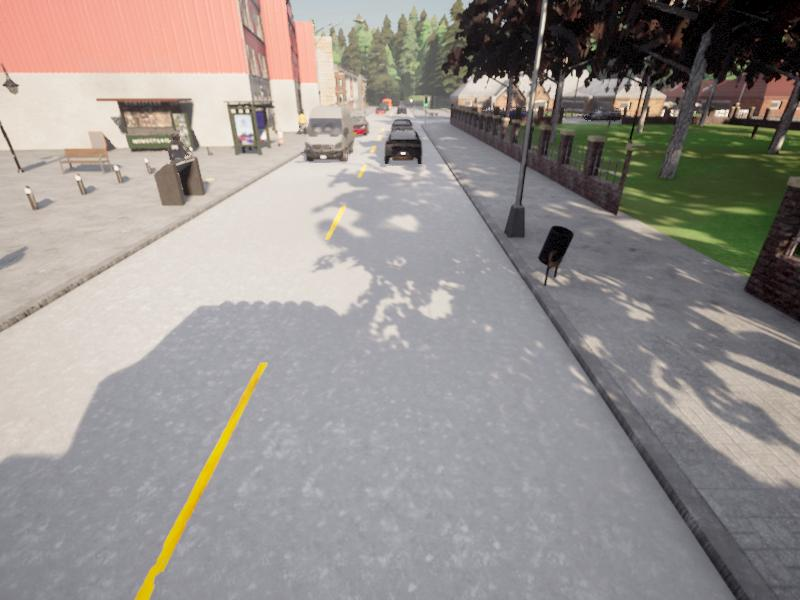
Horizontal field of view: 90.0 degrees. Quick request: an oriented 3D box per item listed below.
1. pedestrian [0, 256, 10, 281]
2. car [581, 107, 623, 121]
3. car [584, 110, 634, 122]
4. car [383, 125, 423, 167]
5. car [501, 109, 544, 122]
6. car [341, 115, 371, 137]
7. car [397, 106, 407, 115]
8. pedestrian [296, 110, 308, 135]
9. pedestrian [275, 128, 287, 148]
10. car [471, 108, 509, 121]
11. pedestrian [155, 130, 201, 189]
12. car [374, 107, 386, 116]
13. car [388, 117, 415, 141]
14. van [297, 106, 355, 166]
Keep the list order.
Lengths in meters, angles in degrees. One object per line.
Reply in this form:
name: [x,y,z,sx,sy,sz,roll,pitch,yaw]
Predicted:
pedestrian: [-7.458,-0.836,6.633,0.751,1.300,0.751,-2,27,-4]
car: [28.296,-26.156,56.164,4.611,1.667,2.242,1,27,2]
car: [27.493,-24.281,52.789,5.357,1.411,2.033,-1,27,-1]
car: [0.190,-8.263,21.224,1.882,1.535,5.008,0,27,1]
car: [16.091,-24.328,52.735,5.008,1.535,1.882,-1,27,-1]
car: [-3.756,-15.213,34.931,2.163,1.488,4.792,0,27,0]
car: [0.364,-36.768,77.686,1.837,1.490,4.892,0,27,0]
pedestrian: [-8.282,-14.981,33.779,0.751,1.860,0.751,-6,28,-11]
pedestrian: [-7.594,-10.333,25.493,0.500,1.100,0.500,-3,27,-5]
car: [12.655,-26.143,56.348,4.892,1.490,1.837,0,27,1]
pedestrian: [-7.768,-4.936,14.063,0.751,1.860,0.751,2,27,4]
car: [-3.639,-35.267,74.802,2.007,1.525,4.514,0,27,0]
car: [0.187,-14.169,32.973,2.033,1.411,5.357,1,27,1]
van: [-3.753,-9.048,21.668,1.988,2.561,5.915,0,27,0]
